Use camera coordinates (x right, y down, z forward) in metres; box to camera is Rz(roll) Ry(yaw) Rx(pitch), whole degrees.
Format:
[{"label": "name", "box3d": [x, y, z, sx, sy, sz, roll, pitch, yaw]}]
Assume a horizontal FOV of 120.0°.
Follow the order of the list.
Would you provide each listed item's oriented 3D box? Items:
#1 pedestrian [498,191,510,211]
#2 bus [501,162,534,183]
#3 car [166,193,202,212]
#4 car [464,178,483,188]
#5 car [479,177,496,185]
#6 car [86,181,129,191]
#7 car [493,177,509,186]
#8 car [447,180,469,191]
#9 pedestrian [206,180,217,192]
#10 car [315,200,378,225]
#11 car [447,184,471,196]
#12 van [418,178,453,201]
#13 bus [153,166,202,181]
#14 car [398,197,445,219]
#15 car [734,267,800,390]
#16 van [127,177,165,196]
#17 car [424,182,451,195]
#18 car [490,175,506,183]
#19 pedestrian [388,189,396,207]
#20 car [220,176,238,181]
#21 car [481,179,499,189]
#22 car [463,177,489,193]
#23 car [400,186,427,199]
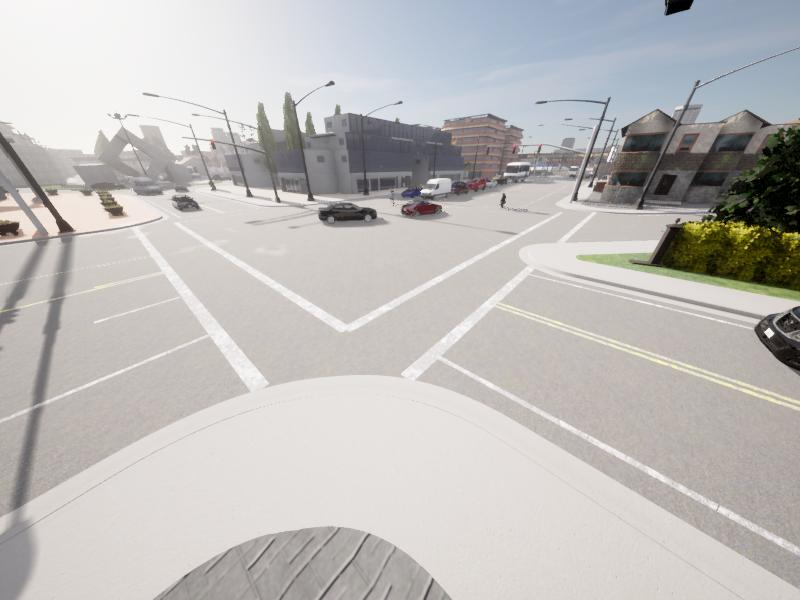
[{"label": "pedestrian", "box3d": [11.069, -10.587, 24.691, 0.751, 1.860, 0.751, 10, 31, 16]}, {"label": "bus", "box3d": [29.439, -31.921, 57.776, 3.944, 4.253, 10.273, 23, 38, 34]}, {"label": "car", "box3d": [-24.281, -11.043, 25.962, 4.193, 1.474, 1.816, 23, 37, 34]}, {"label": "car", "box3d": [15.635, -24.946, 49.229, 1.837, 1.490, 4.892, 23, 39, 34]}, {"label": "car", "box3d": [20.489, -27.973, 54.171, 1.994, 1.385, 4.181, 24, 39, 35]}, {"label": "car", "box3d": [-58.978, -23.083, 46.788, 4.892, 1.490, 1.837, -15, 33, -24]}, {"label": "car", "box3d": [22.601, -26.542, 51.635, 1.816, 1.474, 4.193, 23, 38, 34]}, {"label": "car", "box3d": [11.226, -22.175, 44.719, 1.882, 1.535, 5.008, 23, 38, 34]}, {"label": "pedestrian", "box3d": [-34.519, -20.873, 42.258, 0.751, 1.860, 0.751, 17, 34, 27]}, {"label": "car", "box3d": [-4.516, -7.619, 19.974, 5.008, 1.535, 1.882, -6, 31, -10]}, {"label": "car", "box3d": [9.896, -18.442, 38.570, 1.812, 1.442, 4.674, 23, 38, 34]}, {"label": "van", "box3d": [5.242, -16.133, 33.595, 1.988, 2.561, 5.915, 23, 37, 34]}, {"label": "bus", "box3d": [-74.180, -42.432, 77.545, 10.273, 4.253, 3.944, -9, 31, -14]}, {"label": "car", "box3d": [2.104, -9.113, 22.716, 4.181, 1.385, 1.994, -18, 35, -28]}, {"label": "car", "box3d": [11.035, 1.388, 3.860, 5.566, 2.045, 2.150, 23, 37, 34]}, {"label": "van", "box3d": [-42.749, -19.123, 38.892, 5.915, 2.561, 1.988, 15, 33, 25]}, {"label": "car", "box3d": [6.555, -19.299, 39.891, 1.930, 1.638, 5.238, 23, 38, 34]}, {"label": "car", "box3d": [24.791, -30.757, 58.542, 1.882, 1.535, 5.008, 23, 38, 34]}, {"label": "pedestrian", "box3d": [-0.896, -11.909, 27.013, 0.751, 1.860, 0.751, 3, 30, 6]}, {"label": "car", "box3d": [-59.851, -42.614, 80.711, 5.357, 1.411, 2.033, 11, 32, 18]}, {"label": "car", "box3d": [18.509, -23.919, 47.486, 1.812, 1.442, 4.674, 23, 39, 34]}, {"label": "car", "box3d": [14.110, -21.390, 42.837, 2.150, 2.045, 5.566, 23, 38, 34]}, {"label": "car", "box3d": [2.081, -16.512, 35.329, 1.816, 1.474, 4.193, 22, 37, 34]}]
